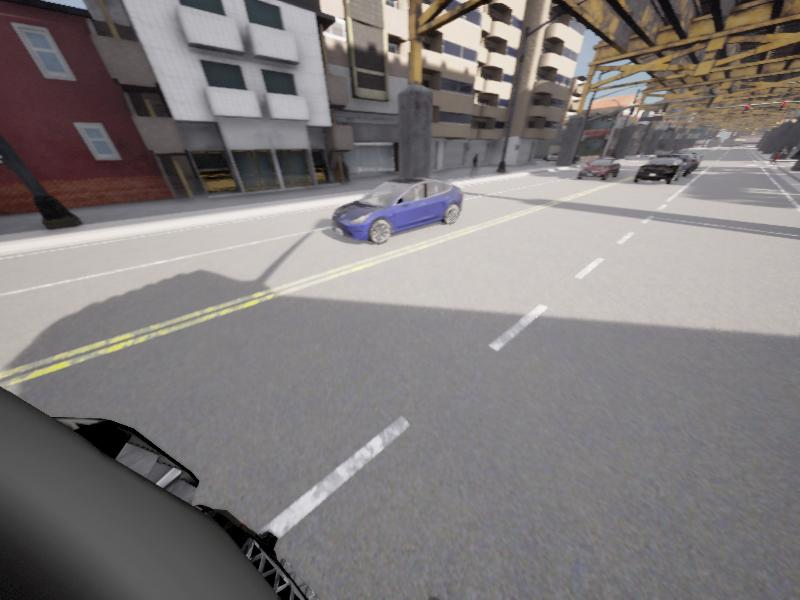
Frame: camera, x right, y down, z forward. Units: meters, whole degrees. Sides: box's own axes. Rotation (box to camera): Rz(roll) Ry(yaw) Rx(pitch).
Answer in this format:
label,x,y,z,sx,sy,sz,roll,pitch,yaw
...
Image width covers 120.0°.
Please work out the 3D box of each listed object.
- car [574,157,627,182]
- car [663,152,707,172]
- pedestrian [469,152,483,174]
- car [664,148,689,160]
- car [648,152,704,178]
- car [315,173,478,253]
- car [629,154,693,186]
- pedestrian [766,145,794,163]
label,x,y,z,sx,sy,sz,roll,pitch,yaw
car,16.213,-10.584,18.617,4.674,1.442,1.812,-25,39,-32
car,29.323,-14.246,23.717,4.974,1.542,2.038,-25,39,-32
pedestrian,7.502,-13.585,22.964,0.751,1.860,0.751,-24,39,-31
car,49.077,-25.882,40.981,5.238,1.638,1.930,-25,39,-32
car,23.865,-11.742,19.945,5.027,1.651,2.152,-25,39,-32
car,0.095,-3.138,7.614,4.792,1.488,2.163,-25,39,-32
car,18.428,-9.249,16.256,5.238,1.638,1.930,-25,39,-32
pedestrian,46.430,-17.828,28.255,0.751,1.860,0.751,15,36,24
